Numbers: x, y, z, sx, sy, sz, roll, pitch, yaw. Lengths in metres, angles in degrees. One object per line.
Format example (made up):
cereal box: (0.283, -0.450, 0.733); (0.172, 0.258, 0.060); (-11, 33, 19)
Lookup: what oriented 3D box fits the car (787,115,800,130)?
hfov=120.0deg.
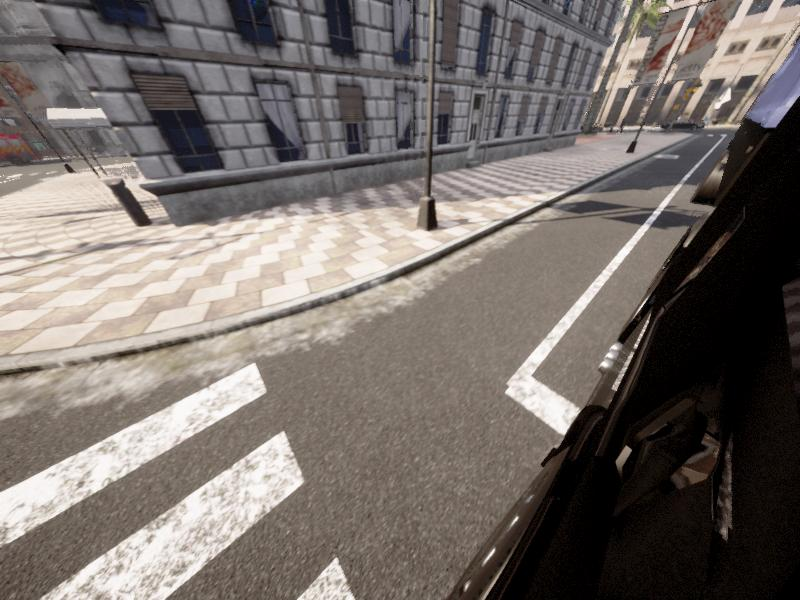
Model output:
car: (51.949, -22.067, 28.617); (1.970, 1.475, 3.806); (-29, 44, -30)

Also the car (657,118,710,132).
car: (44.174, -27.316, 36.057); (2.128, 1.511, 4.902); (-29, 44, -30)

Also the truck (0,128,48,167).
truck: (-52.445, -18.754, 28.671); (8.468, 3.827, 2.891); (-28, 44, -30)

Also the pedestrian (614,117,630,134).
pedestrian: (31.526, -24.765, 32.852); (0.751, 1.860, 0.751); (7, 38, 13)

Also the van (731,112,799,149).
van: (26.551, -12.465, 16.960); (4.442, 1.987, 1.775); (-29, 44, -30)

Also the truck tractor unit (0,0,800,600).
truck tractor unit: (2.645, -0.295, 0.351); (6.516, 4.208, 3.053); (-28, 44, -30)

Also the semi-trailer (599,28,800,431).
semi-trailer: (8.628, -3.652, 4.296); (14.254, 4.402, 2.717); (-29, 44, -30)
